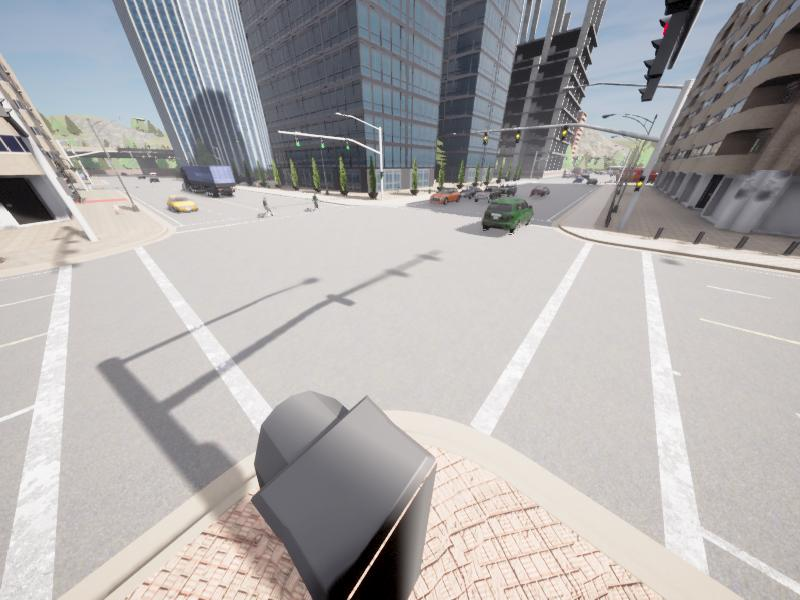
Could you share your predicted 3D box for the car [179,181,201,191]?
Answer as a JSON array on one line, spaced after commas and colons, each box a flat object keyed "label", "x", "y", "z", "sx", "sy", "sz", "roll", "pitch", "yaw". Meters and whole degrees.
[{"label": "car", "x": -41.182, "y": -22.370, "z": 45.225, "sx": 4.514, "sy": 1.525, "sz": 2.007, "roll": 23, "pitch": 37, "yaw": 34}]

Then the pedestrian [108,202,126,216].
[{"label": "pedestrian", "x": -25.526, "y": -8.241, "z": 20.827, "sx": 0.500, "sy": 1.100, "sz": 0.500, "roll": -14, "pitch": 33, "yaw": -22}]

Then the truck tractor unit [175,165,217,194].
[{"label": "truck tractor unit", "x": -36.077, "y": -21.379, "z": 40.822, "sx": 6.516, "sy": 4.208, "sz": 3.053, "roll": 23, "pitch": 37, "yaw": 34}]

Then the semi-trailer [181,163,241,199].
[{"label": "semi-trailer", "x": -30.011, "y": -18.928, "z": 36.371, "sx": 14.254, "sy": 4.402, "sz": 2.717, "roll": 23, "pitch": 37, "yaw": 34}]

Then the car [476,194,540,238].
[{"label": "car", "x": 7.862, "y": -6.213, "z": 16.611, "sx": 2.150, "sy": 2.045, "sz": 5.566, "roll": 23, "pitch": 37, "yaw": 34}]

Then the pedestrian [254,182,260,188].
[{"label": "pedestrian", "x": -29.367, "y": -23.592, "z": 47.415, "sx": 0.500, "sy": 1.100, "sz": 0.500, "roll": 21, "pitch": 36, "yaw": 32}]

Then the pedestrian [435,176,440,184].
[{"label": "pedestrian", "x": 9.253, "y": -29.382, "z": 56.606, "sx": 0.751, "sy": 1.860, "sz": 0.751, "roll": -6, "pitch": 30, "yaw": -10}]

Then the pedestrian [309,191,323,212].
[{"label": "pedestrian", "x": -8.419, "y": -9.846, "z": 23.127, "sx": 0.751, "sy": 1.860, "sz": 0.751, "roll": 24, "pitch": 38, "yaw": 35}]

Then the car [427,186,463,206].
[{"label": "car", "x": 5.584, "y": -12.881, "z": 28.411, "sx": 2.097, "sy": 1.767, "sz": 4.553, "roll": 23, "pitch": 37, "yaw": 34}]

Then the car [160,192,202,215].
[{"label": "car", "x": -22.558, "y": -9.988, "z": 23.725, "sx": 5.366, "sy": 1.575, "sz": 1.801, "roll": 23, "pitch": 37, "yaw": 34}]

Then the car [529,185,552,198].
[{"label": "car", "x": 21.515, "y": -16.679, "z": 35.339, "sx": 1.812, "sy": 1.442, "sz": 4.674, "roll": 23, "pitch": 37, "yaw": 34}]

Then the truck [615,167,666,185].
[{"label": "truck", "x": 63.318, "y": -32.923, "z": 61.198, "sx": 8.468, "sy": 3.827, "sz": 2.891, "roll": 23, "pitch": 37, "yaw": 34}]

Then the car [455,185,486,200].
[{"label": "car", "x": 10.100, "y": -15.400, "z": 33.058, "sx": 2.128, "sy": 1.511, "sz": 4.902, "roll": 23, "pitch": 37, "yaw": 34}]

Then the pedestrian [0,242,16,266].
[{"label": "pedestrian", "x": -18.013, "y": -2.394, "z": 9.827, "sx": 0.751, "sy": 1.860, "sz": 0.751, "roll": -10, "pitch": 31, "yaw": -16}]

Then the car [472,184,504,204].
[{"label": "car", "x": 11.313, "y": -13.571, "z": 29.522, "sx": 1.932, "sy": 1.855, "sz": 4.605, "roll": 23, "pitch": 37, "yaw": 34}]

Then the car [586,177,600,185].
[{"label": "car", "x": 49.316, "y": -30.409, "z": 59.087, "sx": 2.163, "sy": 1.488, "sz": 4.792, "roll": 22, "pitch": 37, "yaw": 33}]

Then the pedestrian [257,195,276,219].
[{"label": "pedestrian", "x": -11.731, "y": -8.190, "z": 20.282, "sx": 0.751, "sy": 1.860, "sz": 0.751, "roll": 23, "pitch": 37, "yaw": 34}]

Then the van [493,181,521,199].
[{"label": "van", "x": 15.712, "y": -16.227, "z": 33.959, "sx": 2.069, "sy": 2.038, "sz": 4.480, "roll": 23, "pitch": 37, "yaw": 34}]
